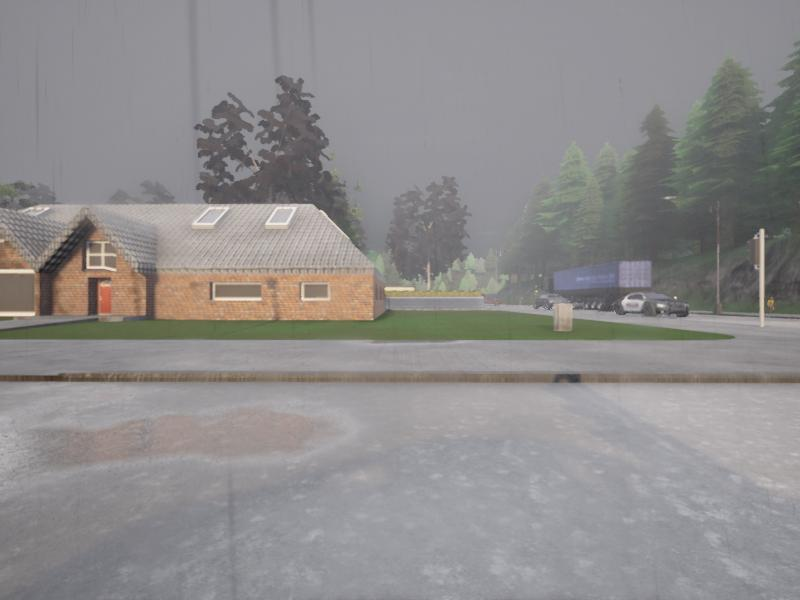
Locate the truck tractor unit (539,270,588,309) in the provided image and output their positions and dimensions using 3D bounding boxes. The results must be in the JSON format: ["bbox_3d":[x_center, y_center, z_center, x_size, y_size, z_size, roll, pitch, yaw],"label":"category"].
[{"bbox_3d":[18.884,-1.109,46.651,3.053,4.208,6.516,0,0,1],"label":"truck tractor unit"}]

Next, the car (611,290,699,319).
[{"bbox_3d":[14.663,0.232,23.441,2.038,1.542,4.974,0,0,1],"label":"car"}]

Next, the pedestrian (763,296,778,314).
[{"bbox_3d":[23.298,0.321,25.139,0.500,1.100,0.500,0,0,-10],"label":"pedestrian"}]

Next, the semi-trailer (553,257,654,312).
[{"bbox_3d":[18.774,-1.212,38.735,2.717,4.402,14.254,0,0,1],"label":"semi-trailer"}]

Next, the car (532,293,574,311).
[{"bbox_3d":[14.815,0.186,39.095,2.152,1.651,5.027,0,0,1],"label":"car"}]
